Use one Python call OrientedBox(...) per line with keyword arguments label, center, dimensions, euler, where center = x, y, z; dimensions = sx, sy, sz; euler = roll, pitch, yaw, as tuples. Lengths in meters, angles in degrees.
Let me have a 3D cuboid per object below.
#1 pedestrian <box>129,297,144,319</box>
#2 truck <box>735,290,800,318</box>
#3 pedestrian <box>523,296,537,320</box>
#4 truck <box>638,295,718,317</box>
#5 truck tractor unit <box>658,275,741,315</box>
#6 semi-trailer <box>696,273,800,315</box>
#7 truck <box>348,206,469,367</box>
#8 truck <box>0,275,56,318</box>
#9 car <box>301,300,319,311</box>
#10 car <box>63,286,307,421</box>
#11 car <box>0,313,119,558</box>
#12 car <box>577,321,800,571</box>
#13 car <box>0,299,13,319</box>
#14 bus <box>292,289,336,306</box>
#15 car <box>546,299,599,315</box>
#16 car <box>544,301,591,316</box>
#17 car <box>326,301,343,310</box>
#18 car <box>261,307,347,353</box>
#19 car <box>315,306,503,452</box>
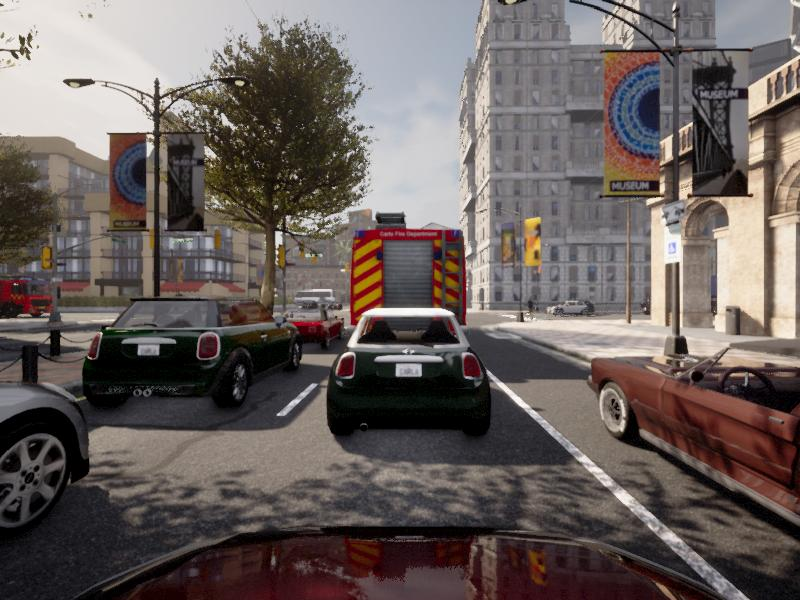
OrientedBox(label="pedestrian", center=(-22.389, 0.637, 33.951), dimensions=(0.751, 1.860, 0.751), euler=(0, 0, 2))
OrientedBox(label="truck", center=(33.880, 0.356, 36.013), dimensions=(5.204, 2.467, 2.627), euler=(0, 0, 1))
OrientedBox(label="pedestrian", center=(10.482, 0.637, 32.343), dimensions=(0.751, 1.860, 0.751), euler=(0, 0, -19))
OrientedBox(label="truck", center=(27.414, 0.543, 39.652), dimensions=(6.274, 2.098, 2.390), euler=(0, 0, 1))
OrientedBox(label="truck tractor unit", center=(32.080, -0.517, 43.073), dimensions=(6.516, 4.208, 3.053), euler=(0, 0, 1))
OrientedBox(label="semi-trailer", center=(39.990, -0.618, 42.918), dimensions=(14.254, 4.402, 2.717), euler=(0, 0, 1))
OrientedBox(label="truck", center=(0.274, -0.321, 13.781), dimensions=(2.891, 3.827, 8.468), euler=(0, 0, 1))
OrientedBox(label="truck", center=(-37.345, -0.320, 37.063), dimensions=(8.468, 3.827, 2.891), euler=(0, 0, 1))
OrientedBox(label="car", center=(-13.798, 0.814, 61.323), dimensions=(1.789, 1.549, 3.705), euler=(0, 0, 1))
OrientedBox(label="car", center=(-3.355, 0.694, 7.527), dimensions=(2.097, 1.767, 4.553), euler=(0, 0, 1))
OrientedBox(label="car", center=(-3.473, 0.853, 1.600), dimensions=(1.970, 1.475, 3.806), euler=(0, 0, 1))
OrientedBox(label="car", center=(3.308, 0.938, 3.058), dimensions=(1.895, 1.301, 4.718), euler=(0, 0, 1))
OrientedBox(label="car", center=(-36.048, 0.771, 33.548), dimensions=(5.238, 1.638, 1.930), euler=(0, 0, 0))
OrientedBox(label="bus", center=(-21.946, -0.540, 102.185), dimensions=(10.273, 4.253, 3.944), euler=(0, 0, 2))
OrientedBox(label="car", center=(18.552, 0.779, 43.281), dimensions=(4.856, 1.649, 2.033), euler=(1, 0, 1))
OrientedBox(label="car", center=(16.607, 0.853, 39.743), dimensions=(3.806, 1.475, 1.970), euler=(0, 0, -1))
OrientedBox(label="car", center=(-10.261, 0.853, 63.188), dimensions=(1.970, 1.475, 3.806), euler=(0, 0, 1))
OrientedBox(label="car", center=(-3.218, 0.944, 14.445), dimensions=(1.895, 1.301, 4.718), euler=(0, 0, 1))
OrientedBox(label="car", center=(0.119, 0.853, 6.110), dimensions=(1.970, 1.475, 3.806), euler=(0, 0, 1))
